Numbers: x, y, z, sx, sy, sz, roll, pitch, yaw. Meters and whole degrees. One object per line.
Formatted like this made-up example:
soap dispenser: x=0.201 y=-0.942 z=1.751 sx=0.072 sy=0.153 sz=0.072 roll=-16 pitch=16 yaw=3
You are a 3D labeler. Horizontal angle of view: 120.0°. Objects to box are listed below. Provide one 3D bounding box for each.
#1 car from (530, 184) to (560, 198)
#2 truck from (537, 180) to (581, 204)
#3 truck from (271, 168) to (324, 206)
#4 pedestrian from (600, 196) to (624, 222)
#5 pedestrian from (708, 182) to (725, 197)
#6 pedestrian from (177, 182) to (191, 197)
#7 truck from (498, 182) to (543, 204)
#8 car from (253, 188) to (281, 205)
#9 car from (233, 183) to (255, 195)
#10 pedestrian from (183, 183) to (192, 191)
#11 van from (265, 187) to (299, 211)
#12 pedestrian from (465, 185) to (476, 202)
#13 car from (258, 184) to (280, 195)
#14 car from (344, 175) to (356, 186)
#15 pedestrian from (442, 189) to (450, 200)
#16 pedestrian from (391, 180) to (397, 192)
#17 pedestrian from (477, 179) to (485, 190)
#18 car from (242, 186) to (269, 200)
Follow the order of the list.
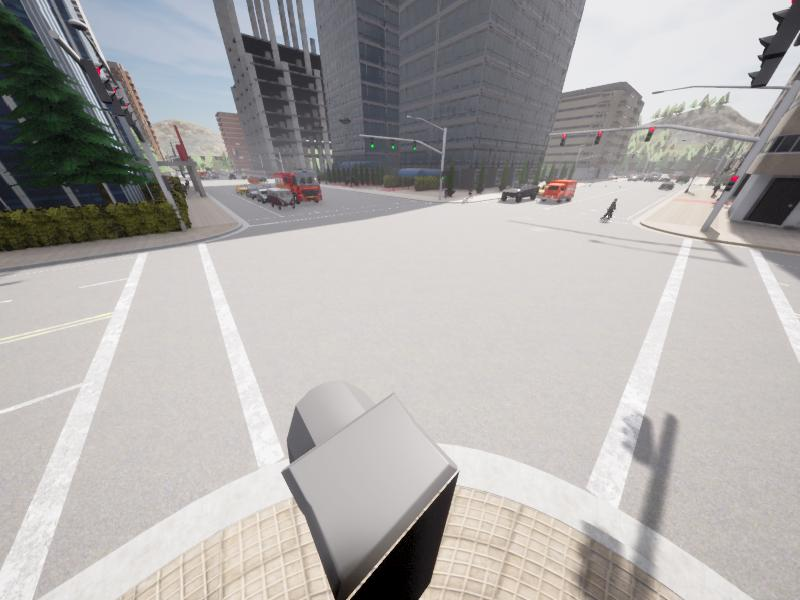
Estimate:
car: x=22.172 y=-16.671 z=35.301 sx=5.366 sy=1.575 sz=1.801 roll=-22 pitch=37 yaw=-33
truck: x=20.639 y=-14.160 z=30.062 sx=5.204 sy=2.467 sz=2.627 roll=-23 pitch=37 yaw=-34
truck: x=-13.322 y=-14.808 z=29.830 sx=2.891 sy=3.827 sz=8.468 roll=-23 pitch=37 yaw=-34
pedestrian: x=17.658 y=-7.603 z=19.265 sx=0.751 sy=1.860 sz=0.751 roll=-24 pitch=38 yaw=-35
pedestrian: x=45.990 y=-16.033 z=33.562 sx=0.751 sy=1.860 sz=0.751 roll=-21 pitch=36 yaw=-32
pedestrian: x=-31.491 y=-16.117 z=33.708 sx=0.751 sy=1.860 sz=0.751 roll=24 pitch=38 yaw=35
truck: x=16.129 y=-14.403 z=30.853 sx=6.274 sy=2.098 sz=2.390 roll=-22 pitch=37 yaw=-33
car: x=-17.092 y=-13.309 z=29.581 sx=1.970 sy=1.475 sz=3.806 roll=-23 pitch=37 yaw=-34
car: x=-26.297 y=-18.722 z=38.896 sx=1.882 sy=1.535 sz=5.008 roll=-23 pitch=37 yaw=-34
pedestrian: x=-38.142 y=-20.257 z=41.438 sx=0.751 sy=1.300 sz=0.751 roll=-22 pitch=37 yaw=-33
van: x=-13.002 y=-11.136 z=25.307 sx=1.775 sy=1.987 sz=4.442 roll=-23 pitch=37 yaw=-34
pedestrian: x=8.817 y=-13.298 z=28.826 sx=0.751 sy=1.860 sz=0.751 roll=-17 pitch=34 yaw=-27
car: x=-22.751 y=-19.262 z=40.000 sx=1.994 sy=1.385 sz=4.181 roll=-23 pitch=37 yaw=-35
car: x=-11.925 y=-28.857 z=55.608 sx=2.390 sy=2.098 sz=6.274 roll=-5 pitch=30 yaw=-9
pedestrian: x=6.071 y=-13.969 z=30.547 sx=0.751 sy=1.300 sz=0.751 roll=-9 pitch=31 yaw=-15
pedestrian: x=-1.021 y=-19.982 z=40.401 sx=0.751 sy=1.860 sz=0.751 roll=21 pitch=36 yaw=32
pedestrian: x=15.050 y=-21.497 z=42.994 sx=0.751 sy=1.860 sz=0.751 roll=-16 pitch=34 yaw=-25
car: x=-21.288 y=-15.726 z=33.851 sx=2.033 sy=1.411 sz=5.357 roll=-23 pitch=37 yaw=-34
